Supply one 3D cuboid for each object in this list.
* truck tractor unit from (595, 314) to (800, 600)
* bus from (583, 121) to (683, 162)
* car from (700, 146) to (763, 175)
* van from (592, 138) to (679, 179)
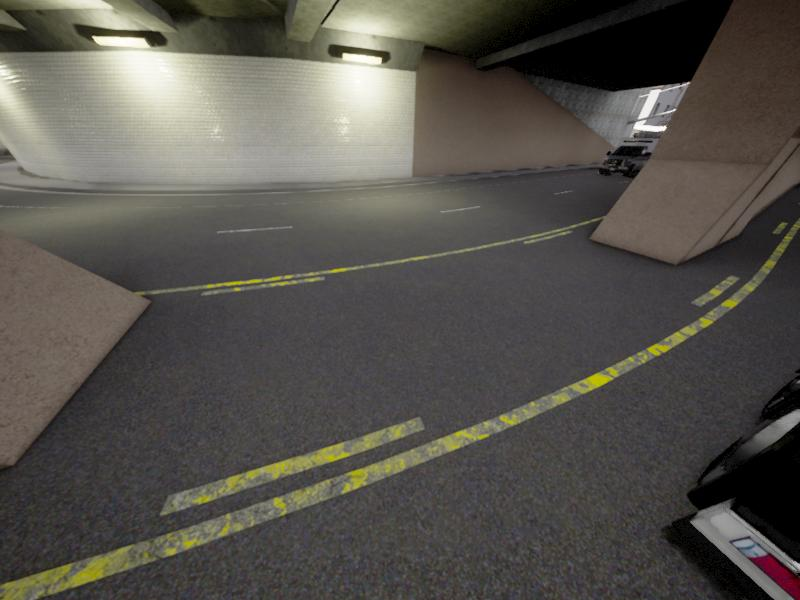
[{"bbox_3d":[5.187,-0.218,0.653,6.516,4.208,3.053,-15,38,-20],"label":"truck tractor unit"},{"bbox_3d":[37.967,-26.491,38.399,3.944,4.253,10.273,-18,45,-25],"label":"bus"},{"bbox_3d":[29.444,-12.487,20.537,4.605,1.855,1.932,-20,40,-25],"label":"car"},{"bbox_3d":[18.596,-11.293,18.262,6.366,2.431,2.351,-19,39,-26],"label":"van"}]
